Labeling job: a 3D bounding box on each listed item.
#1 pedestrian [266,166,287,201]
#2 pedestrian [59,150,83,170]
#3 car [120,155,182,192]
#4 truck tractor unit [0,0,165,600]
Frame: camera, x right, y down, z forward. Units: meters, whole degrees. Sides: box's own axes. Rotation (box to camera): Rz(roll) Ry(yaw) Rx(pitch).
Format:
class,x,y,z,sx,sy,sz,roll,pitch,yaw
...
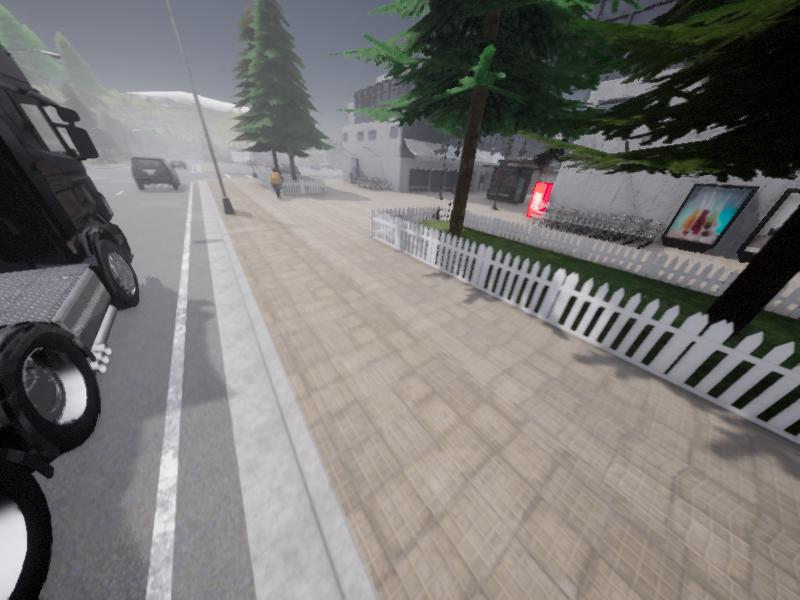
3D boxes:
class,x,y,z,sx,sy,sz,roll,pitch,yaw
pedestrian,-7.748,-7.291,14.487,0.751,1.860,0.751,-14,35,-28
pedestrian,-36.193,-15.415,25.445,0.751,1.860,0.751,20,34,25
car,-18.393,-9.616,17.418,2.150,2.045,5.566,-18,37,-33
truck tractor unit,-4.561,-0.624,1.338,3.053,4.208,6.516,-19,37,-34
